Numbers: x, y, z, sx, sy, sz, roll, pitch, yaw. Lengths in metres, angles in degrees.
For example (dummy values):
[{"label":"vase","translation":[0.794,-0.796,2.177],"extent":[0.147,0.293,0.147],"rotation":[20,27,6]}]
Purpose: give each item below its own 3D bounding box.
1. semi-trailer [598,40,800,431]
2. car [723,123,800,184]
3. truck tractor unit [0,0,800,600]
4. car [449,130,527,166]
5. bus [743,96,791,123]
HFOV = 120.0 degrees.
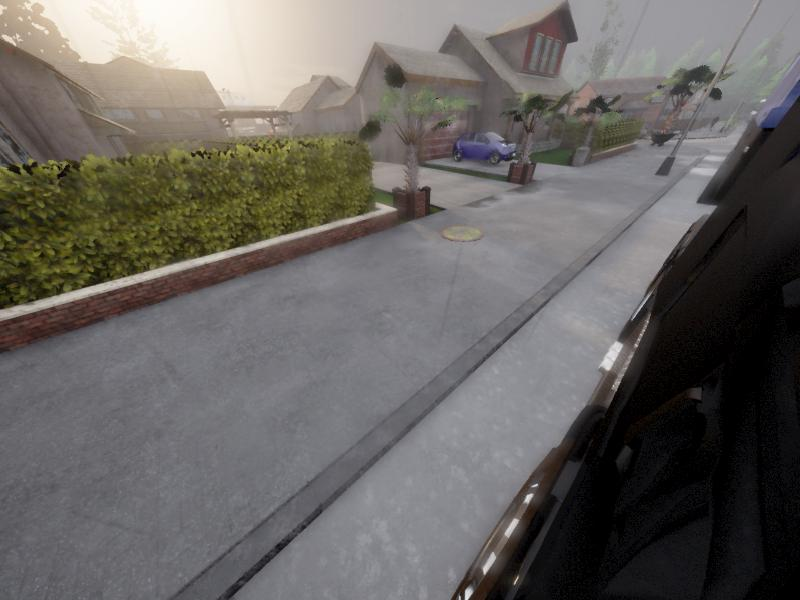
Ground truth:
[{"label":"semi-trailer","translation":[8.694,-3.609,4.231],"extent":[14.254,4.402,2.717],"rotation":[-28,44,-30]},{"label":"car","translation":[16.099,-6.402,9.850],"extent":[5.238,1.638,1.930],"rotation":[-28,44,-30]},{"label":"truck tractor unit","translation":[2.645,-0.295,0.351],"extent":[6.516,4.208,3.053],"rotation":[-28,44,-30]},{"label":"car","translation":[4.981,-8.956,13.510],"extent":[1.845,1.501,3.633],"rotation":[-30,45,-32]},{"label":"bus","translation":[82.955,-43.064,52.509],"extent":[10.273,4.253,3.944],"rotation":[-28,44,-30]}]
